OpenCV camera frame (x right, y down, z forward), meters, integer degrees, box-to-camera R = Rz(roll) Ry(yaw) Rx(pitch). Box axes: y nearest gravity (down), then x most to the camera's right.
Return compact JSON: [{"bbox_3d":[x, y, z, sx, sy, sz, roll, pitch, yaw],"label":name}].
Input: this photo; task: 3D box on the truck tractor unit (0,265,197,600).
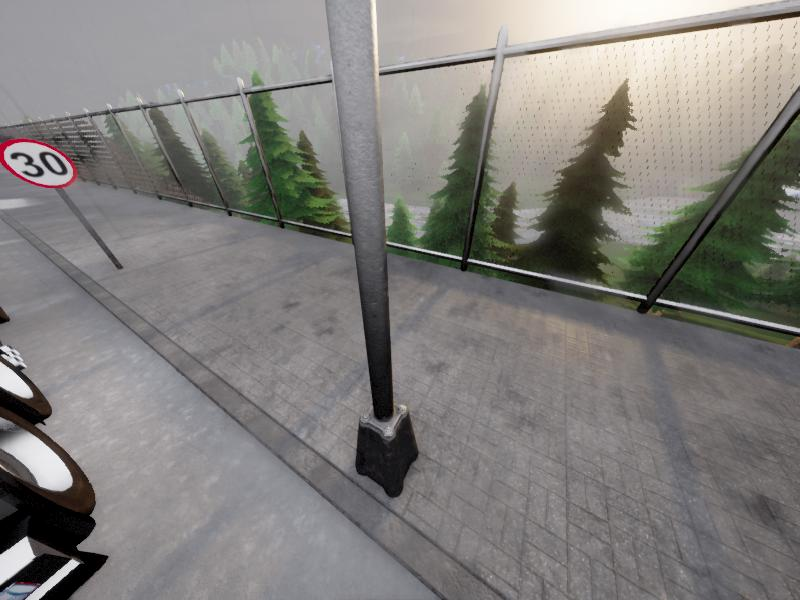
[{"bbox_3d":[-5.113,-0.299,0.778,6.516,4.208,3.053,18,39,24],"label":"truck tractor unit"}]
